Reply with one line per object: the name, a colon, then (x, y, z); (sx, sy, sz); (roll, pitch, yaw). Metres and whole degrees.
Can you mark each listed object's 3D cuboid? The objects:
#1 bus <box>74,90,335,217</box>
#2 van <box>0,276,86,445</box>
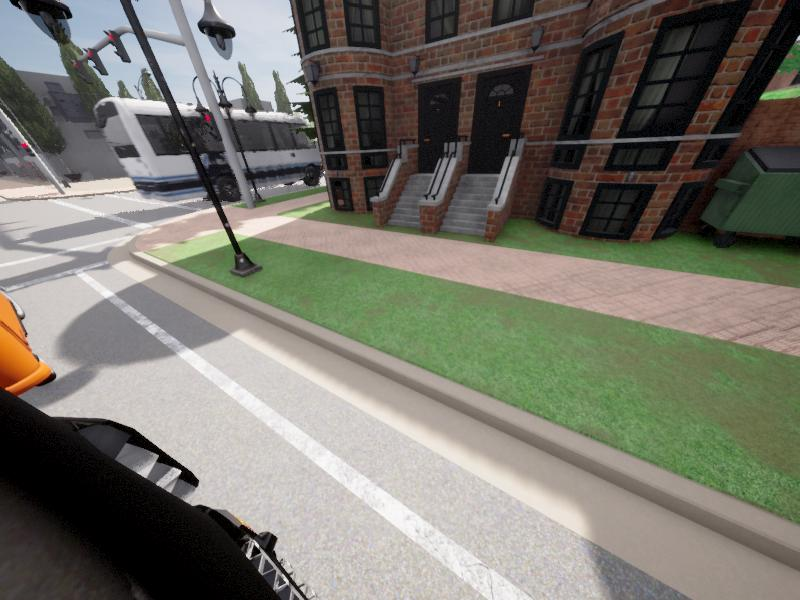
bus: (-9.349, -8.551, 13.661); (3.944, 4.253, 10.273); (16, 38, 26)
van: (-5.884, 0.147, 2.363); (4.442, 1.987, 1.775); (16, 38, 26)
